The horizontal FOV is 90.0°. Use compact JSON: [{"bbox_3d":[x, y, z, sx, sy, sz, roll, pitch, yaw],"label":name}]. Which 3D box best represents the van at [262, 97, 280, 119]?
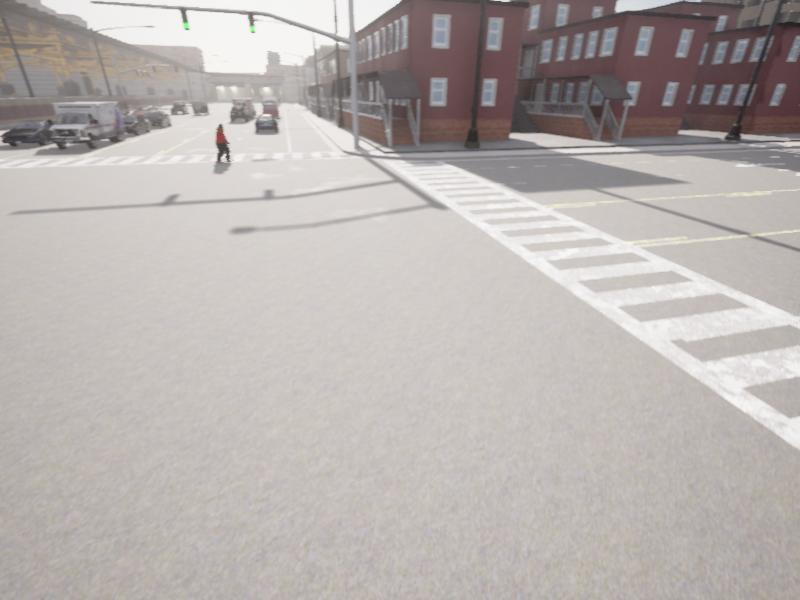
[{"bbox_3d":[-17.854,-26.790,55.669,1.988,2.561,5.915,-6,28,-13],"label":"van"}]

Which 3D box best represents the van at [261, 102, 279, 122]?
[{"bbox_3d":[-16.129,-23.511,49.915,1.775,1.987,4.442,-7,28,-13],"label":"van"}]

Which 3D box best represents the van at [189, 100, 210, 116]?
[{"bbox_3d":[-29.931,-28.780,59.978,1.775,1.987,4.442,-6,28,-13],"label":"van"}]

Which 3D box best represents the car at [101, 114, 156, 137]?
[{"bbox_3d":[-21.830,-14.244,32.483,2.033,1.411,5.357,-6,28,-13],"label":"car"}]

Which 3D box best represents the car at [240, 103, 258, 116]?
[{"bbox_3d":[-22.831,-28.813,60.529,2.033,1.649,4.856,-6,28,-13],"label":"car"}]

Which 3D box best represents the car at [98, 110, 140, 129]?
[{"bbox_3d":[-27.443,-17.756,39.261,1.994,1.385,4.181,-7,28,-14],"label":"car"}]

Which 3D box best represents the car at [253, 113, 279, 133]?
[{"bbox_3d":[-12.052,-16.075,36.200,1.994,1.385,4.181,-7,28,-13],"label":"car"}]

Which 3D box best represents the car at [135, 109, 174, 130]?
[{"bbox_3d":[-23.692,-17.572,38.810,1.837,1.490,4.892,-6,29,-13],"label":"car"}]

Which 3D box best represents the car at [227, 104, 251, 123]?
[{"bbox_3d":[-18.912,-22.024,47.114,1.932,1.855,4.605,-6,28,-13],"label":"car"}]

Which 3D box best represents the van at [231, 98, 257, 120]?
[{"bbox_3d":[-20.920,-25.810,53.845,2.351,2.431,6.366,-6,28,-13],"label":"van"}]

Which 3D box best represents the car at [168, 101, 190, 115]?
[{"bbox_3d":[-34.026,-29.598,61.616,1.905,1.878,3.866,-6,28,-13],"label":"car"}]

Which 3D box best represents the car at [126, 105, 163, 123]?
[{"bbox_3d":[-29.617,-21.733,46.628,2.242,1.667,4.611,-6,28,-13],"label":"car"}]

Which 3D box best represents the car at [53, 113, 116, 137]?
[{"bbox_3d":[-25.497,-14.350,32.640,2.033,1.411,5.357,-6,28,-13],"label":"car"}]

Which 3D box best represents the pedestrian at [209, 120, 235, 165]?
[{"bbox_3d":[-8.367,-7.428,18.856,0.751,1.860,0.751,-7,28,-15],"label":"pedestrian"}]

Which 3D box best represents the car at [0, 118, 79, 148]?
[{"bbox_3d":[-23.592,-10.996,26.147,2.033,1.411,5.357,-6,28,-13],"label":"car"}]

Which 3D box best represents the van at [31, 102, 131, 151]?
[{"bbox_3d":[-19.824,-11.174,25.415,2.351,2.431,6.366,-6,28,-13],"label":"van"}]

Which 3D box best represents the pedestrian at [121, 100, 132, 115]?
[{"bbox_3d":[-38.739,-27.274,56.684,0.751,1.860,0.751,-11,29,-22],"label":"pedestrian"}]
